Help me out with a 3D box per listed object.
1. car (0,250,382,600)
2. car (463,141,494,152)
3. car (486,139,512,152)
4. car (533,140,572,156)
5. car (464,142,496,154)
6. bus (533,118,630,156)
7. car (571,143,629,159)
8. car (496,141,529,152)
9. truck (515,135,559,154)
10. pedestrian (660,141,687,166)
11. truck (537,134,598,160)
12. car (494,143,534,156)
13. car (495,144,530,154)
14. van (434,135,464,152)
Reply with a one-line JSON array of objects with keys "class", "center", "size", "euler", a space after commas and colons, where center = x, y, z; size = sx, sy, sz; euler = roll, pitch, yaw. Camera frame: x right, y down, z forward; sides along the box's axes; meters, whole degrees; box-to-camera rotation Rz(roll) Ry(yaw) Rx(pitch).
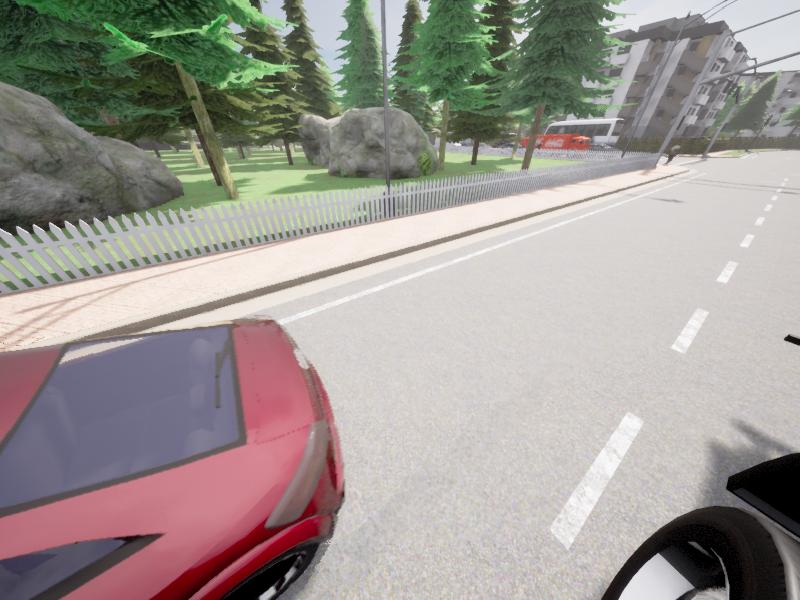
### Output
[{"class": "car", "center": [-2.421, 1.249, 0.970], "size": [4.181, 1.385, 1.994], "euler": [-22, 40, -27]}, {"class": "car", "center": [14.441, -28.514, 42.886], "size": [2.152, 1.651, 5.027], "euler": [-21, 40, -26]}, {"class": "car", "center": [18.401, -28.822, 43.064], "size": [1.905, 1.878, 3.866], "euler": [-21, 40, -26]}, {"class": "car", "center": [21.884, -22.032, 33.399], "size": [1.905, 1.878, 3.866], "euler": [-21, 40, -26]}, {"class": "car", "center": [13.346, -25.725, 39.044], "size": [1.837, 1.490, 4.892], "euler": [-21, 40, -26]}, {"class": "bus", "center": [27.478, -25.328, 35.988], "size": [3.944, 4.253, 10.273], "euler": [-21, 40, -26]}, {"class": "car", "center": [25.192, -18.953, 29.335], "size": [2.128, 1.511, 4.902], "euler": [-21, 40, -26]}, {"class": "car", "center": [21.514, -29.647, 44.480], "size": [1.801, 1.575, 5.366], "euler": [-21, 40, -26]}, {"class": "truck", "center": [22.292, -25.613, 37.976], "size": [2.627, 2.467, 5.204], "euler": [-21, 40, -26]}, {"class": "pedestrian", "center": [24.788, -13.294, 20.958], "size": [0.751, 1.860, 0.751], "euler": [-25, 42, -30]}, {"class": "truck", "center": [20.916, -19.423, 29.199], "size": [2.627, 2.467, 5.204], "euler": [-21, 40, -26]}, {"class": "car", "center": [16.915, -22.566, 34.535], "size": [1.837, 1.490, 4.892], "euler": [-21, 40, -26]}, {"class": "car", "center": [18.365, -24.908, 38.023], "size": [1.895, 1.301, 4.718], "euler": [-21, 40, -26]}, {"class": "van", "center": [9.178, -29.837, 44.004], "size": [1.988, 2.561, 5.915], "euler": [-21, 40, -26]}]
